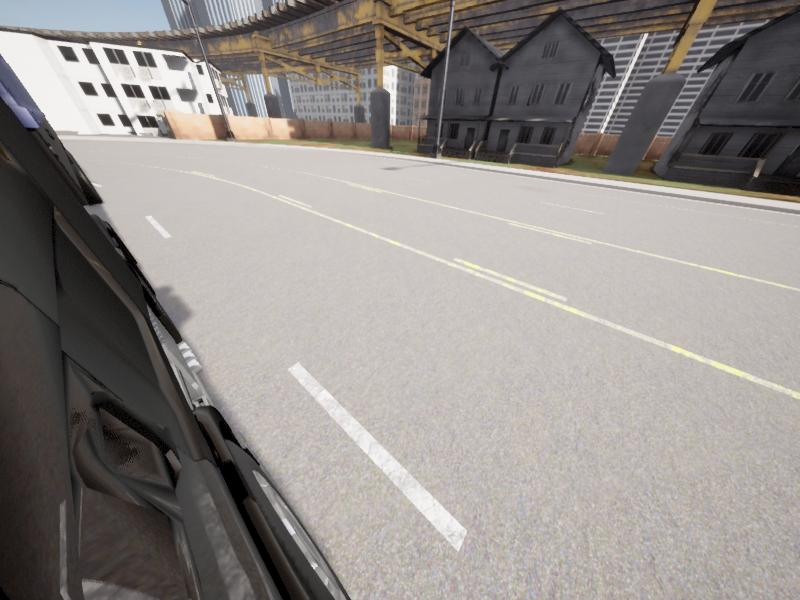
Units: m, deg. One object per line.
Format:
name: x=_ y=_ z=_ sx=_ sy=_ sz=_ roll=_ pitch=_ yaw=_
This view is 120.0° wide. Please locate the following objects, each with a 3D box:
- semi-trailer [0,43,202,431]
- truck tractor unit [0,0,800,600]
semi-trailer: x=-8.697 y=-3.607 z=4.227 sx=14.254 sy=4.402 sz=2.717 roll=28 pitch=44 yaw=30
truck tractor unit: x=-2.645 y=-0.295 z=0.351 sx=6.516 sy=4.208 sz=3.053 roll=28 pitch=44 yaw=30
